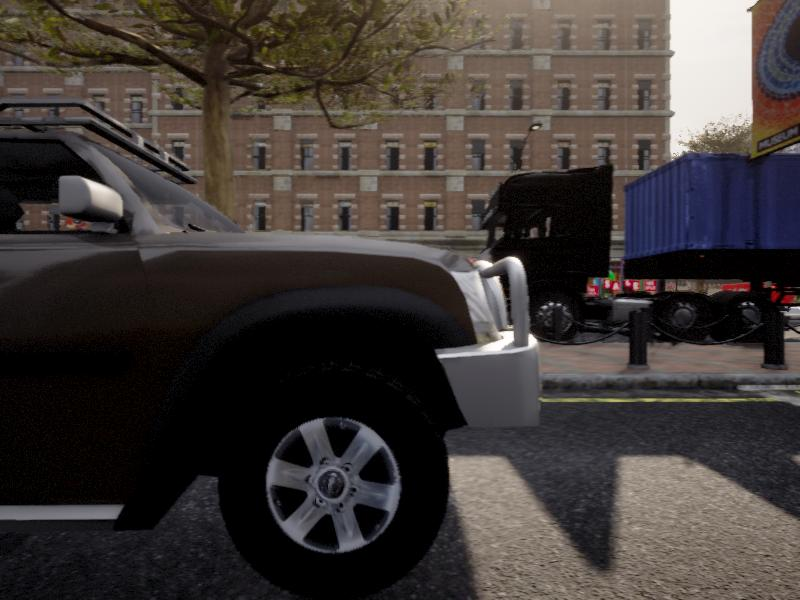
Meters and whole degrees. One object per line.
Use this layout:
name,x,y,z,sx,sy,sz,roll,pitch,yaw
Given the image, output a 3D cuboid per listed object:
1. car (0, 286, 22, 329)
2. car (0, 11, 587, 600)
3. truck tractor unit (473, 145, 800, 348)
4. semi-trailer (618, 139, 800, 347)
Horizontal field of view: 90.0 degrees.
car,-15.888,0.258,13.699,4.193,1.474,1.816,0,0,0
car,-1.735,0.055,2.195,4.605,1.855,1.932,0,0,0
truck tractor unit,5.318,-1.120,9.952,6.516,4.208,3.053,0,0,3
semi-trailer,13.227,-1.219,9.723,14.254,4.402,2.717,0,0,1
